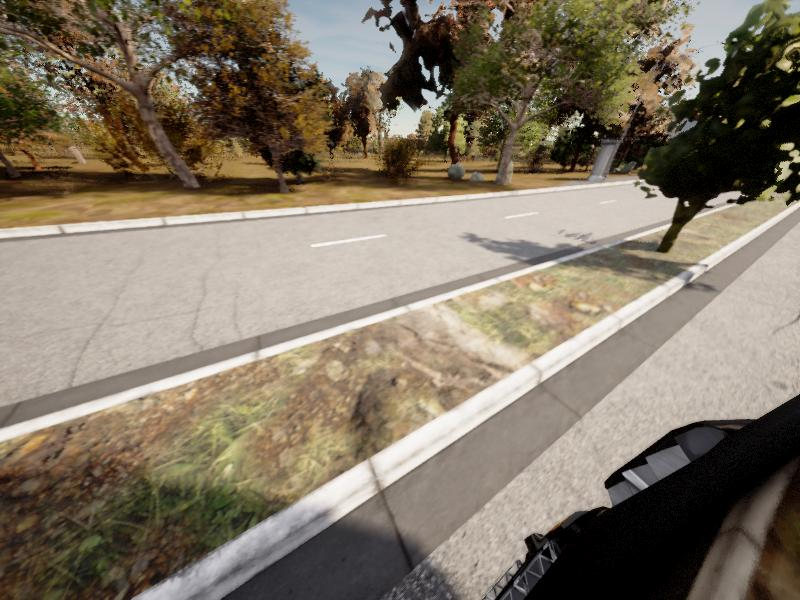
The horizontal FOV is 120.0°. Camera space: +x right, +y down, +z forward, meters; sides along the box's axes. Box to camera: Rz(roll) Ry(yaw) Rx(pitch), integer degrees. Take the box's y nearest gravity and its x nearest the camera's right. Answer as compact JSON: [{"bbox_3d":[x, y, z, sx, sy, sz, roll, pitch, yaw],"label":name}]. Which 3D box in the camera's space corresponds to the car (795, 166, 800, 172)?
[{"bbox_3d":[73.101,-23.777,41.009,4.856,1.649,2.033,-17,38,-25],"label":"car"}]
